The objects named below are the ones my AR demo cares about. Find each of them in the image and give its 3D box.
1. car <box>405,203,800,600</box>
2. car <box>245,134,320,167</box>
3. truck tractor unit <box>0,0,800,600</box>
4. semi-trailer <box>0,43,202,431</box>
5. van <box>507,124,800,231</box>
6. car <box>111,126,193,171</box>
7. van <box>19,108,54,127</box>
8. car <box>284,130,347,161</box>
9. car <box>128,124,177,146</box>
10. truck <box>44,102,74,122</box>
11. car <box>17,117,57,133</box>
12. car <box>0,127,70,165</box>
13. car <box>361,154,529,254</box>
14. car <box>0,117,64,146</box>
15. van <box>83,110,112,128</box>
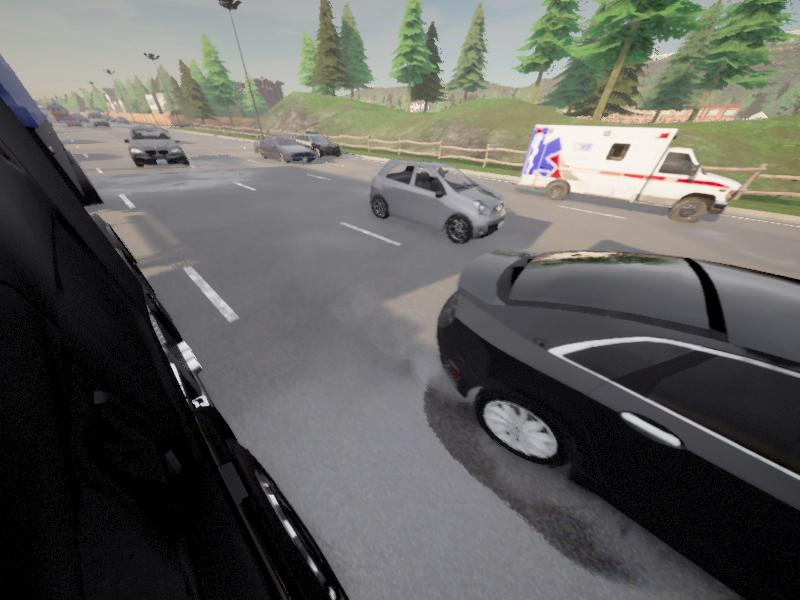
[{"bbox_3d":[2.547,0.846,1.415,4.892,1.490,1.837,28,44,30],"label":"car"},{"bbox_3d":[-7.990,-10.209,15.614,5.357,1.411,2.033,28,44,30],"label":"car"},{"bbox_3d":[-2.645,-0.295,0.352,6.516,4.208,3.053,28,44,30],"label":"truck tractor unit"},{"bbox_3d":[-8.699,-3.601,4.233,14.254,4.402,2.717,28,44,30],"label":"semi-trailer"},{"bbox_3d":[7.939,-4.883,8.606,6.366,2.431,2.351,28,44,30],"label":"van"},{"bbox_3d":[-13.444,-8.489,12.761,2.242,1.667,4.611,-25,44,-31],"label":"car"},{"bbox_3d":[-64.214,-32.375,40.936,6.366,2.431,2.351,28,44,30],"label":"van"},{"bbox_3d":[-6.773,-12.405,18.412,5.238,1.638,1.930,28,44,30],"label":"car"},{"bbox_3d":[-24.176,-16.095,22.492,5.357,1.411,2.033,28,44,30],"label":"car"},{"bbox_3d":[-90.358,-49.622,61.201,8.468,3.827,2.891,28,44,30],"label":"truck"},{"bbox_3d":[-45.483,-22.005,29.020,4.792,1.488,2.163,28,44,30],"label":"car"},{"bbox_3d":[-20.079,-8.418,12.515,4.181,1.385,1.994,28,44,30],"label":"car"},{"bbox_3d":[0.959,-2.754,6.093,3.633,1.501,1.845,28,44,30],"label":"car"},{"bbox_3d":[-30.190,-13.914,19.027,5.027,1.651,2.152,28,44,30],"label":"car"},{"bbox_3d":[-57.070,-34.093,43.569,5.915,2.561,1.988,28,44,30],"label":"van"}]
